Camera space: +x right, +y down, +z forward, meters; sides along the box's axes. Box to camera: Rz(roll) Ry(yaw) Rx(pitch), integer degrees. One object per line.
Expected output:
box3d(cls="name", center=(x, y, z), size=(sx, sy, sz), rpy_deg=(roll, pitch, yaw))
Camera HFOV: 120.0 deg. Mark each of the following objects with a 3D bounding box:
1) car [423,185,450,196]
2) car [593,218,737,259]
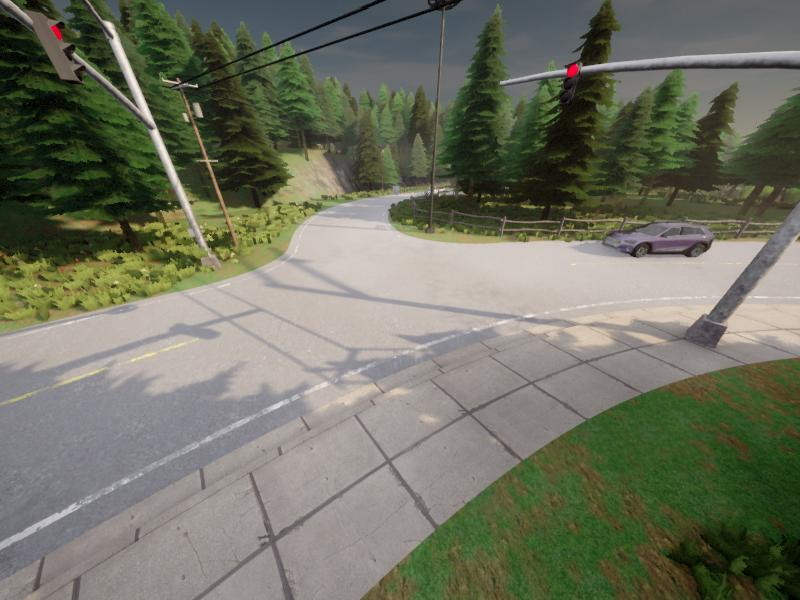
box3d(cls="car", center=(6.223, -18.572, 39.087), size=(4.674, 1.442, 1.812), rpy_deg=(-26, 39, -37))
box3d(cls="car", center=(13.963, -3.365, 12.511), size=(4.856, 1.649, 2.033), rpy_deg=(0, 30, 0))
